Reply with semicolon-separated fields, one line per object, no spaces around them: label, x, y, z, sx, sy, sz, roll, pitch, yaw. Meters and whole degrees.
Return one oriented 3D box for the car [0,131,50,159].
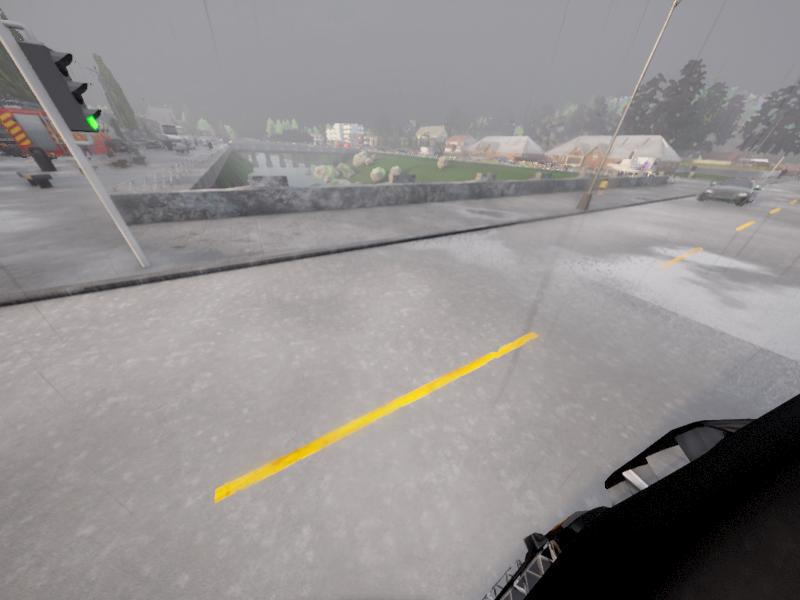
car;-32.958;-13.145;19.553;1.905;1.878;3.866;-16;38;-26

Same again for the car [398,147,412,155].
car;1.615;-51.352;79.763;2.150;2.045;5.566;-16;38;-26

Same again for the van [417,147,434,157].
van;8.394;-49.215;76.700;2.351;2.431;6.366;-16;38;-26

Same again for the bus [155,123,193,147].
bus;-55.018;-40.304;56.705;3.944;4.253;10.273;-16;38;-26

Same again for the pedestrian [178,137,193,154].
pedestrian;-29.770;-21.394;32.049;0.751;1.860;0.751;-7;35;-14

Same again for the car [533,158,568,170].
car;27.785;-25.213;42.776;1.882;1.535;5.008;-15;38;-25

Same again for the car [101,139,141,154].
car;-35.498;-19.632;29.527;1.816;1.474;4.193;-15;37;-25

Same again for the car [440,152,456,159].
car;14.223;-42.968;68.665;1.994;1.385;4.181;-16;38;-26

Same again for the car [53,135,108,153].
car;-39.289;-19.317;28.626;2.152;1.651;5.027;-16;38;-26

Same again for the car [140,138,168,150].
car;-43.459;-27.666;40.994;2.038;1.542;4.974;-15;38;-25

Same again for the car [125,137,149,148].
car;-50.438;-30.282;44.402;1.851;1.617;3.988;-16;38;-26

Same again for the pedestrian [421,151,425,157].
pedestrian;6.541;-41.057;65.039;0.751;1.300;0.751;-13;37;-22

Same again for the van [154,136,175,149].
van;-47.369;-31.837;46.572;1.775;1.987;4.442;-16;38;-26

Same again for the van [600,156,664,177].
van;36.644;-21.294;36.735;2.351;2.431;6.366;-16;38;-26

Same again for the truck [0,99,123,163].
truck;-29.551;-14.792;20.551;2.891;3.827;8.468;-15;37;-24

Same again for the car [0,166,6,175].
car;-21.791;-6.478;10.726;1.816;1.474;4.193;-17;39;-28

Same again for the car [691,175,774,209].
car;21.413;-7.045;14.867;4.974;1.542;2.038;-17;38;-27

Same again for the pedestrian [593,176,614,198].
pedestrian;12.398;-6.881;14.077;0.500;1.100;0.500;-23;41;-33

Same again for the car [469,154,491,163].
car;18.991;-33.876;55.185;2.007;1.525;4.514;-16;38;-26

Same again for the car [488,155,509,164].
car;23.523;-33.642;55.229;1.816;1.474;4.193;-15;38;-25
